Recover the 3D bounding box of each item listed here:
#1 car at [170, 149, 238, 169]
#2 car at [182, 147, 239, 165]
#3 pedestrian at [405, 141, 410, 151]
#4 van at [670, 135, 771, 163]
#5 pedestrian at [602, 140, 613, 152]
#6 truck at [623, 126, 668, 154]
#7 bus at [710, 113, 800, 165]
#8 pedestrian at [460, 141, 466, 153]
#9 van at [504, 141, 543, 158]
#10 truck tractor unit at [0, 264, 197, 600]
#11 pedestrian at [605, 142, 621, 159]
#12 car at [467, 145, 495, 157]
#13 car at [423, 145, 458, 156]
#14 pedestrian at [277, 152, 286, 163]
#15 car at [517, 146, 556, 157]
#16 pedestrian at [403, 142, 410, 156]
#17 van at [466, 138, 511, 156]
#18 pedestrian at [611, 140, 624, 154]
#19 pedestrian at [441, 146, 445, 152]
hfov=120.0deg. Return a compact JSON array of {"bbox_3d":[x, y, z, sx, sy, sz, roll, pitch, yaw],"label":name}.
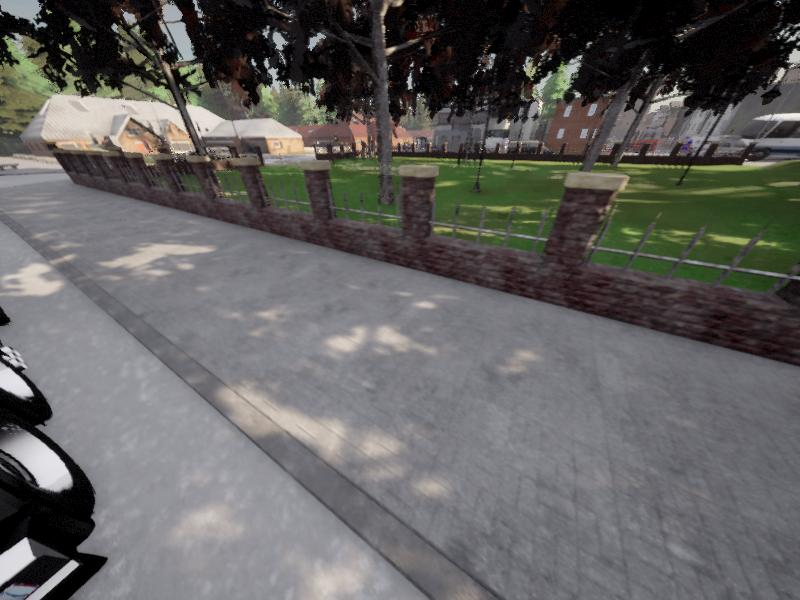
[{"bbox_3d":[-20.718,-15.186,24.730,1.882,1.535,5.008,18,39,25],"label":"car"},{"bbox_3d":[-22.827,-17.582,28.082,2.242,1.667,4.611,18,39,25],"label":"car"},{"bbox_3d":[1.656,-35.235,52.842,0.751,1.860,0.751,25,42,31],"label":"pedestrian"},{"bbox_3d":[36.740,-17.717,26.985,2.351,2.431,6.366,-4,35,-4],"label":"van"},{"bbox_3d":[38.331,-28.519,42.752,0.751,1.860,0.751,16,38,23],"label":"pedestrian"},{"bbox_3d":[44.717,-29.437,42.525,2.891,3.827,8.468,18,39,25],"label":"truck"},{"bbox_3d":[42.898,-17.365,24.899,10.273,4.253,3.944,6,40,7],"label":"bus"},{"bbox_3d":[11.956,-29.134,43.919,0.751,1.860,0.751,11,37,16],"label":"pedestrian"},{"bbox_3d":[17.738,-21.686,33.274,4.442,1.987,1.775,17,38,23],"label":"van"},{"bbox_3d":[-5.113,-0.297,0.788,6.516,4.208,3.053,18,39,24],"label":"truck tractor unit"},{"bbox_3d":[28.282,-19.914,30.682,0.751,1.860,0.751,8,36,11],"label":"pedestrian"},{"bbox_3d":[12.573,-23.222,35.938,3.633,1.501,1.845,17,38,23],"label":"car"},{"bbox_3d":[6.722,-25.222,38.997,5.357,1.411,2.033,19,39,26],"label":"car"},{"bbox_3d":[-13.494,-16.216,26.293,0.500,1.100,0.500,18,39,24],"label":"pedestrian"},{"bbox_3d":[20.990,-22.894,35.583,4.718,1.301,1.895,20,40,27],"label":"car"},{"bbox_3d":[0.989,-23.757,36.320,0.751,1.860,0.751,18,39,24],"label":"pedestrian"},{"bbox_3d":[14.639,-25.652,38.626,6.366,2.431,2.351,18,39,24],"label":"van"},{"bbox_3d":[35.402,-24.958,37.662,0.751,1.860,0.751,-29,44,-35],"label":"pedestrian"},{"bbox_3d":[8.575,-30.065,45.960,0.500,1.100,0.500,18,39,25],"label":"pedestrian"}]
